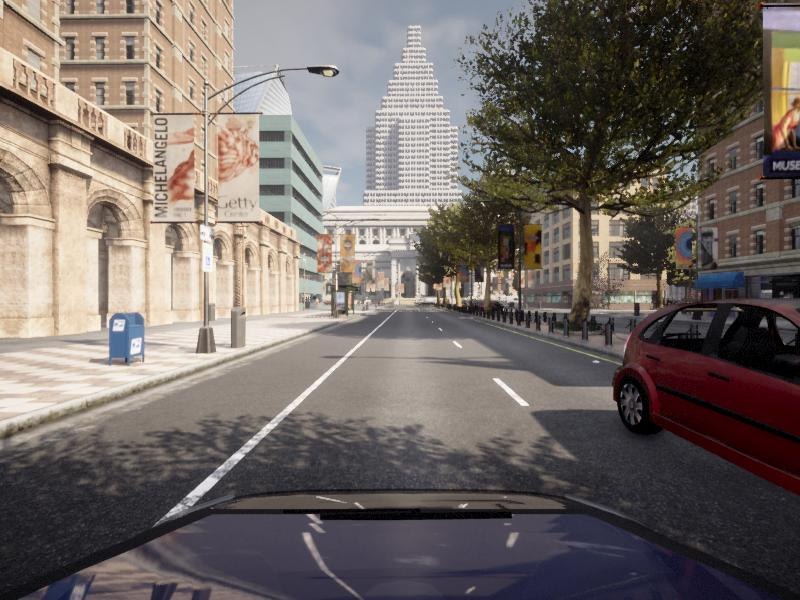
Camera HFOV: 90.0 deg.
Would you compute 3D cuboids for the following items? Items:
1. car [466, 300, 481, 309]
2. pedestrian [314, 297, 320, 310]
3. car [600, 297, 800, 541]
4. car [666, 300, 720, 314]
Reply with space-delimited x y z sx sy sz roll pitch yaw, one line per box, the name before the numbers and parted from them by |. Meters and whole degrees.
car | 12.915 0.823 70.753 1.882 1.535 5.008 0 0 1
pedestrian | -12.022 0.485 58.155 0.751 1.860 0.751 0 0 -6
car | 3.587 0.788 3.390 1.851 1.617 3.988 0 0 1
car | 34.731 0.826 47.556 4.974 1.542 2.038 0 0 -1
